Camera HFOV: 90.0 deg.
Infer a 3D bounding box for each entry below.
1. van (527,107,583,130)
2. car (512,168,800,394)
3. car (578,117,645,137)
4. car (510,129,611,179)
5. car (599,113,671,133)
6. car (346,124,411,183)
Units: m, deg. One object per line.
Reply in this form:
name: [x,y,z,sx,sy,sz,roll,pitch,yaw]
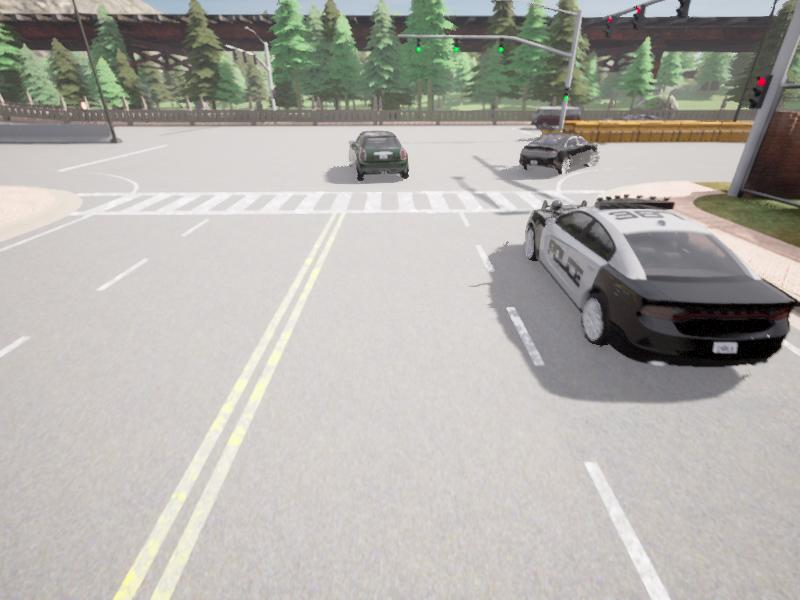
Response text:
van: [14.855,-17.469,38.465,4.442,1.987,1.775,-1,27,-2]
car: [3.520,-0.862,6.501,1.930,1.638,5.238,0,27,0]
car: [17.040,-14.029,32.434,4.181,1.385,1.994,-1,27,-2]
car: [7.263,-6.660,17.935,4.902,1.511,2.128,-25,36,-39]
car: [20.793,-15.747,35.619,4.902,1.511,2.128,-1,27,-2]
car: [-1.054,-6.436,17.204,2.097,1.767,4.553,-5,28,-10]
